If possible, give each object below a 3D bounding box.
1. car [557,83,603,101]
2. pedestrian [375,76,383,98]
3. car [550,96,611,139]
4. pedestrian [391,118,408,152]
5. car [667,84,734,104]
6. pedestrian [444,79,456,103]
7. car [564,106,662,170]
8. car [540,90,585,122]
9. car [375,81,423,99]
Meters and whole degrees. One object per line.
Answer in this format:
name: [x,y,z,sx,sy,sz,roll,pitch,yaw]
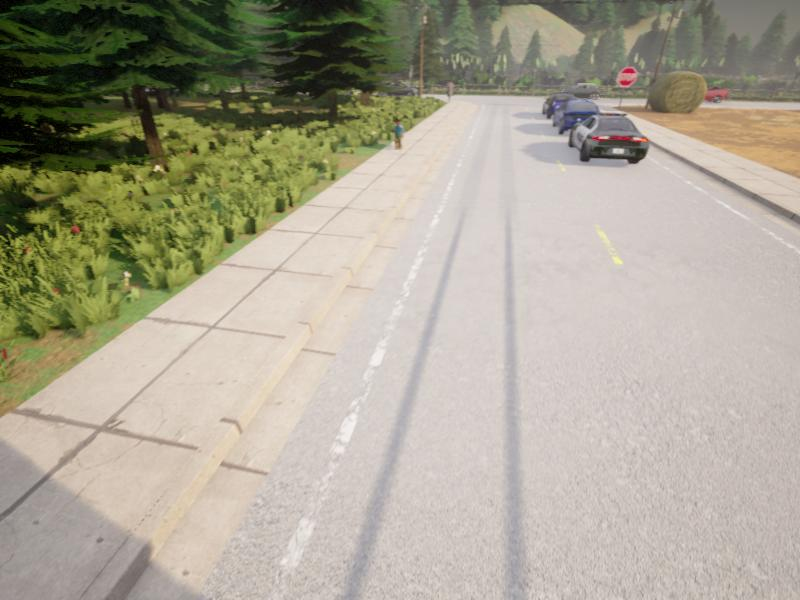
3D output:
car: [18.349,-21.352,40.989,3.806,1.475,1.970,8,31,13]
pedestrian: [-2.034,-20.720,38.961,0.751,1.860,0.751,0,30,-1]
car: [9.350,-9.757,21.161,1.882,1.535,5.008,7,31,10]
pedestrian: [-0.019,-6.302,15.261,0.500,1.100,0.500,13,33,21]
car: [28.842,-19.888,38.558,4.514,1.525,2.007,8,31,13]
pedestrian: [4.311,-18.143,34.712,0.751,1.860,0.751,-6,31,-11]
car: [7.895,-6.404,15.444,2.038,1.542,4.974,7,31,11]
car: [10.828,-13.173,27.002,2.007,1.525,4.514,7,31,10]
car: [-0.093,-22.118,42.040,4.514,1.525,2.007,9,32,14]
